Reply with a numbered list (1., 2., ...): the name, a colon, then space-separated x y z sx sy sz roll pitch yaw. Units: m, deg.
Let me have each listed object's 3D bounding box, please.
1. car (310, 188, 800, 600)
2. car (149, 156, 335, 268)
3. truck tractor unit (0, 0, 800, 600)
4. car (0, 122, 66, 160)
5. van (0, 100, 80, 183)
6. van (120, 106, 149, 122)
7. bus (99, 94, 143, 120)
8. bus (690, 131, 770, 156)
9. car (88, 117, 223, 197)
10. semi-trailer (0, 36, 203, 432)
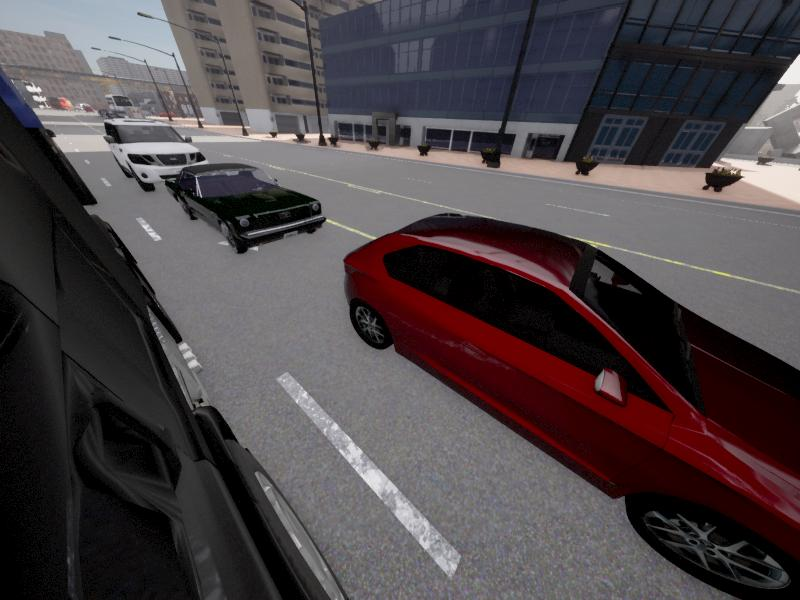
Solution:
1. car: 1.278 0.188 2.243 4.193 1.474 1.816 28 44 30
2. car: -3.915 -2.477 5.626 4.718 1.301 1.895 28 44 30
3. truck tractor unit: -2.645 -0.295 0.351 6.516 4.208 3.053 28 44 30
4. car: -22.275 -9.523 13.726 4.902 1.511 2.128 28 44 30
5. van: -16.570 -6.881 9.791 6.366 2.431 2.351 28 44 30
6. van: -57.658 -40.372 50.139 6.366 2.431 2.351 29 44 28
7. bus: -66.087 -45.761 54.701 10.273 4.253 3.944 29 44 29
8. bus: 81.523 -39.066 57.533 10.273 4.253 3.944 15 39 14
9. car: -9.754 -5.873 9.176 5.566 2.045 2.150 28 44 30
10. semi-trailer: -8.755 -3.565 4.172 14.254 4.402 2.717 27 43 29
